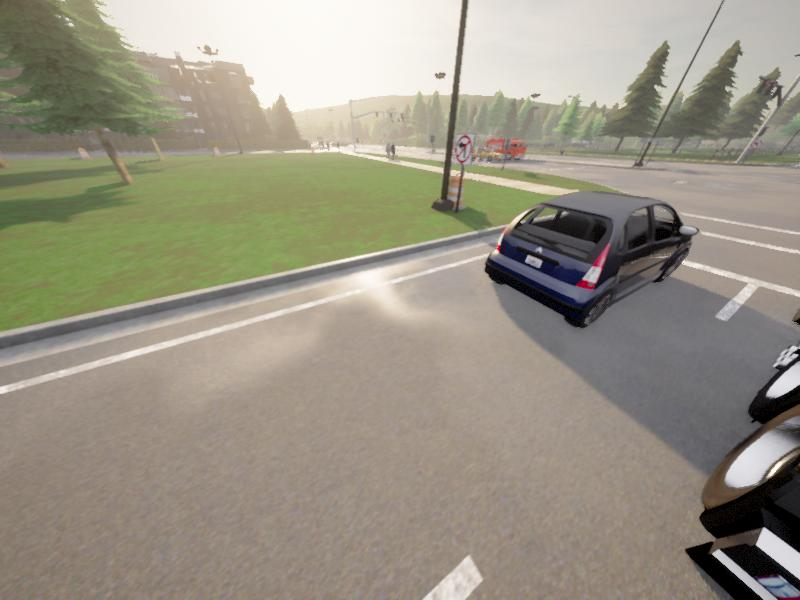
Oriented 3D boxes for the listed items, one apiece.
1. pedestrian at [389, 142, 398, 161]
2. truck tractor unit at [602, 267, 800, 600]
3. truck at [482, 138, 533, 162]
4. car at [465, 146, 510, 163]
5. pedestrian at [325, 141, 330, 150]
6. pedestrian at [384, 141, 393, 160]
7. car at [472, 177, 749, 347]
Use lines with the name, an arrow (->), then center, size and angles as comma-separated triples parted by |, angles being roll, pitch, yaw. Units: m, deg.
pedestrian -> -0.756, -17.150, 26.660 | 0.751, 1.860, 0.751 | -12, 37, -18
truck tractor unit -> 5.118, -0.293, 0.777 | 6.516, 4.208, 3.053 | -18, 39, -24
truck -> 13.987, -19.879, 30.481 | 2.627, 2.467, 5.204 | -17, 39, -24
car -> 10.929, -18.551, 29.326 | 1.801, 1.575, 5.366 | -17, 39, -24
pedestrian -> -16.938, -36.102, 53.970 | 0.751, 1.860, 0.751 | -16, 38, -22
pedestrian -> -1.408, -18.201, 28.161 | 0.751, 1.860, 0.751 | -13, 37, -18
car -> 3.569, -1.048, 4.125 | 3.988, 1.617, 1.851 | -18, 39, -24
